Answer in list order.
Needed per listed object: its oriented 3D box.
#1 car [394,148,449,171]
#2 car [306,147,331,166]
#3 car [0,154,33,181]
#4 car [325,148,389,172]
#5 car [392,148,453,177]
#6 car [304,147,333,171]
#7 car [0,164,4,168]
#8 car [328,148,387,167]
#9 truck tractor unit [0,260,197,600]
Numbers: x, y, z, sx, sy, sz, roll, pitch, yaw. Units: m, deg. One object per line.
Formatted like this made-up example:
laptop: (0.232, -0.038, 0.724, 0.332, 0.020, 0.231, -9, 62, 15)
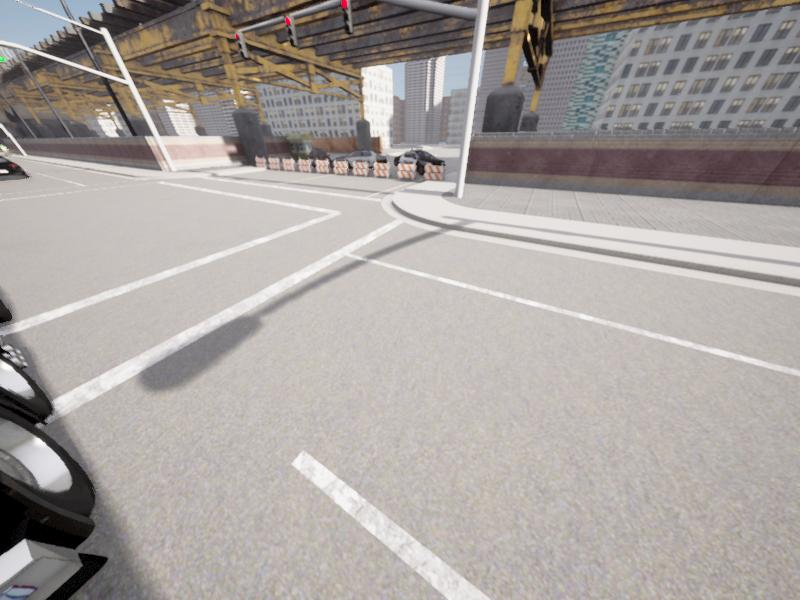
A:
car: (1.487, -10.910, 17.834, 1.853, 1.218, 4.536, -20, 39, -25)
car: (-7.535, -13.339, 21.395, 1.853, 1.218, 4.536, -10, 36, -13)
car: (-29.547, -9.754, 16.935, 4.674, 1.442, 1.812, 18, 39, 24)
car: (-3.525, -11.881, 19.548, 4.974, 1.542, 2.038, -4, 35, -5)
car: (1.515, -10.756, 17.889, 2.038, 1.542, 4.974, -20, 39, -25)
car: (-7.519, -13.181, 21.445, 2.038, 1.542, 4.974, -10, 36, -13)
car: (-43.410, -14.383, 23.489, 4.611, 1.667, 2.242, 18, 39, 24)
car: (-3.474, -12.014, 19.463, 4.536, 1.218, 1.853, -4, 35, -5)
truck tractor unit: (-5.104, -0.308, 0.781, 6.516, 4.208, 3.053, 19, 39, 24)
